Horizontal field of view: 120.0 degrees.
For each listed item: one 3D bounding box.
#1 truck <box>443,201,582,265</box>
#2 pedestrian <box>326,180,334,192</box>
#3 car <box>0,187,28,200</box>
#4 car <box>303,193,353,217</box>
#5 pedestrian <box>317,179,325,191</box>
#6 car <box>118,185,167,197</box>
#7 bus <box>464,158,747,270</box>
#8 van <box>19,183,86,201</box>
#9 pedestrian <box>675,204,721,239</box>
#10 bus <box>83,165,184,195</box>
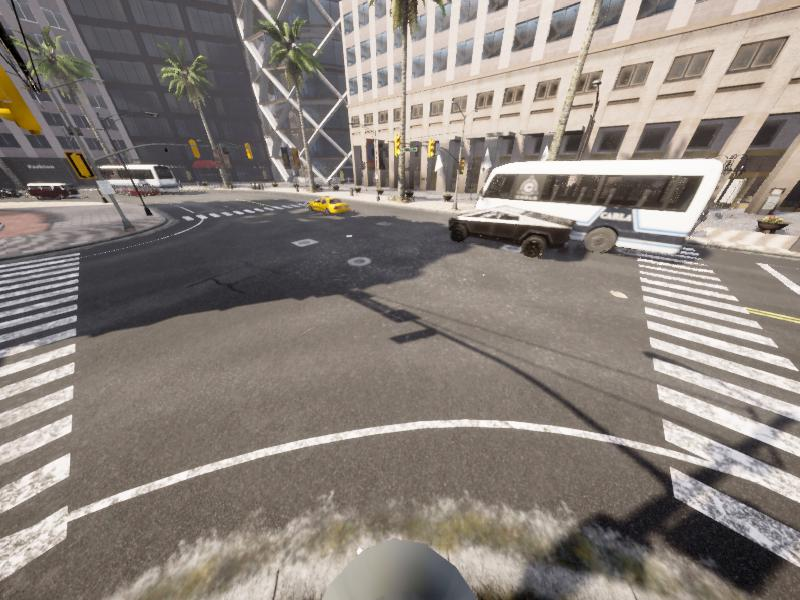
[{"bbox_3d":[5.848,-4.045,12.913,6.274,2.098,2.390,23,37,34],"label":"truck"},{"bbox_3d":[-12.079,-19.716,39.941,0.751,1.860,0.751,21,36,32],"label":"pedestrian"},{"bbox_3d":[-57.041,-15.133,32.739,3.806,1.475,1.970,-12,32,-20],"label":"car"},{"bbox_3d":[-7.183,-9.404,22.713,5.366,1.575,1.801,23,37,34],"label":"car"},{"bbox_3d":[-14.124,-20.457,41.224,0.751,1.860,0.751,20,35,31],"label":"pedestrian"},{"bbox_3d":[-39.250,-16.632,35.331,4.792,1.488,2.163,2,30,3],"label":"car"},{"bbox_3d":[9.641,-5.577,13.410,10.273,4.253,3.944,23,37,35],"label":"bus"},{"bbox_3d":[-47.707,-14.975,31.902,4.480,2.038,2.069,-6,30,-10],"label":"van"},{"bbox_3d":[17.978,-4.726,13.979,0.751,1.860,0.751,-5,30,-9],"label":"pedestrian"},{"bbox_3d":[-43.018,-19.630,37.754,10.273,4.253,3.944,1,29,1],"label":"bus"}]
